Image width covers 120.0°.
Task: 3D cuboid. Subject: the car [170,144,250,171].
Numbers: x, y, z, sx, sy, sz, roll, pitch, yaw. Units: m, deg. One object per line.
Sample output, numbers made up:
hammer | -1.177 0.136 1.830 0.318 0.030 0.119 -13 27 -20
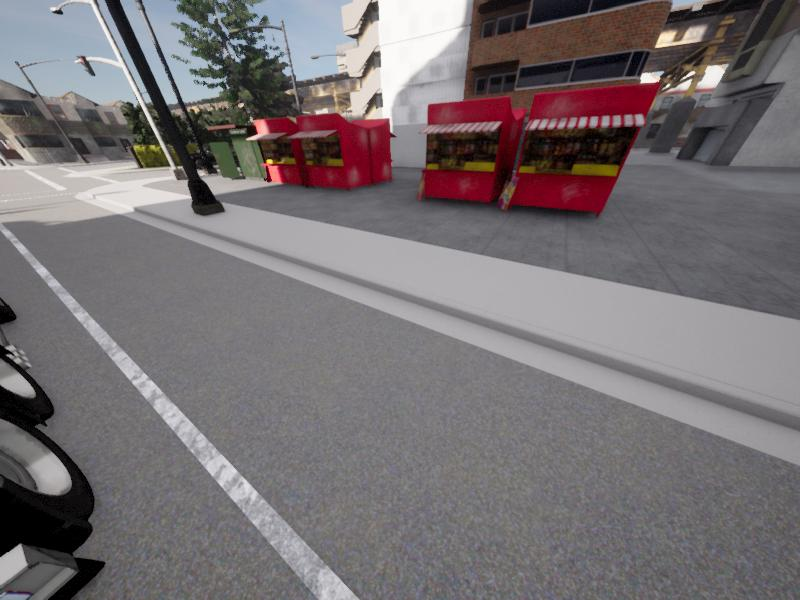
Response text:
car | -19.114 -14.663 23.659 2.150 2.045 5.566 18 39 26

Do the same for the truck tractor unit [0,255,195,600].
truck tractor unit | -5.100 -0.310 0.805 6.516 4.208 3.053 19 39 25
